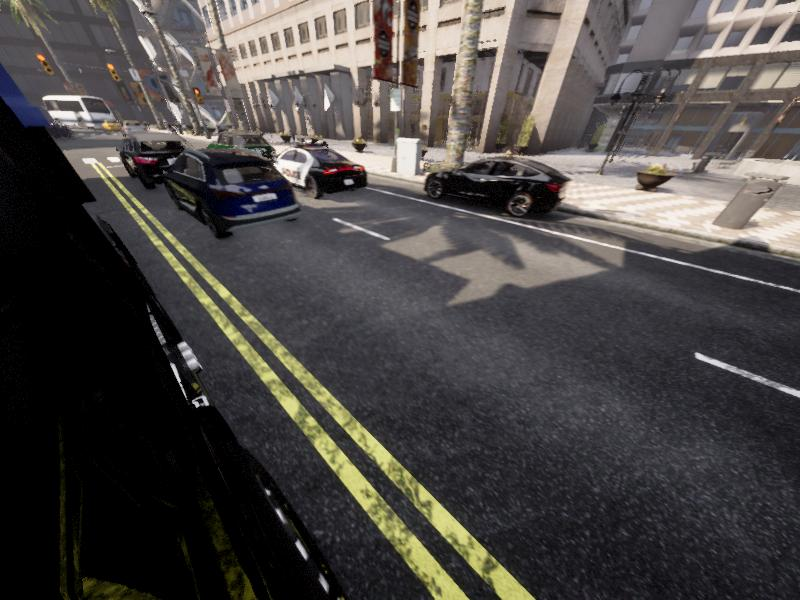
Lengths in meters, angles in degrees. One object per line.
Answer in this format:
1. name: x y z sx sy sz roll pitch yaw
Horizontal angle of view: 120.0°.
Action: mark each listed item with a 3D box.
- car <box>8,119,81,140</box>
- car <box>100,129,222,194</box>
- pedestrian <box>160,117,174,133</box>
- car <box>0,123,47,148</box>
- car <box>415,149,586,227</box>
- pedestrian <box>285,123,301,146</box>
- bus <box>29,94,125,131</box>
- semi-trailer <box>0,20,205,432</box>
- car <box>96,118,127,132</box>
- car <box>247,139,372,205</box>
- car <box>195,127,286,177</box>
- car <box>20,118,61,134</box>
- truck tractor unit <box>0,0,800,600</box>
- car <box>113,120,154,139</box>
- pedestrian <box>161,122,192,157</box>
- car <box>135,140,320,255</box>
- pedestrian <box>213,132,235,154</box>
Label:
1. car: -34.784 -16.838 22.825 1.845 1.501 3.633 -6 38 -12
2. car: -9.750 -5.834 9.443 4.611 1.667 2.242 28 44 30
3. pedestrian: -36.208 -27.191 35.903 0.751 1.860 0.751 -24 44 -31
4. car: -30.171 -12.179 17.028 4.181 1.385 1.994 -3 37 -7
5. car: 3.128 -4.123 8.014 4.792 1.488 2.163 28 44 30
6. pedestrian: -10.704 -16.578 23.180 0.751 1.860 0.751 29 45 31
7. bus: -52.276 -30.404 37.631 10.273 4.253 3.944 12 37 12
8. semi-trailer: -8.918 -3.434 4.018 14.254 4.402 2.717 25 43 27
9. car: -45.250 -27.425 36.259 5.366 1.575 1.801 25 43 27
10. car: -3.611 -5.245 9.102 4.974 1.542 2.038 28 44 30
11. car: -8.384 -7.916 12.170 4.553 1.767 2.097 28 44 30
12. car: -44.480 -21.556 28.608 4.792 1.488 2.163 27 44 29
13. truck tractor unit: -2.645 -0.295 0.351 6.516 4.208 3.053 28 44 30
14. car: -32.190 -20.654 27.902 4.611 1.667 2.242 28 44 30
15. pedestrian: -14.847 -10.661 15.374 0.751 1.860 0.751 -27 46 -33
16. car: -4.545 -3.019 6.023 4.856 1.649 2.033 28 44 30
17. pedestrian: -13.530 -12.090 17.802 0.751 1.300 0.751 27 43 29
